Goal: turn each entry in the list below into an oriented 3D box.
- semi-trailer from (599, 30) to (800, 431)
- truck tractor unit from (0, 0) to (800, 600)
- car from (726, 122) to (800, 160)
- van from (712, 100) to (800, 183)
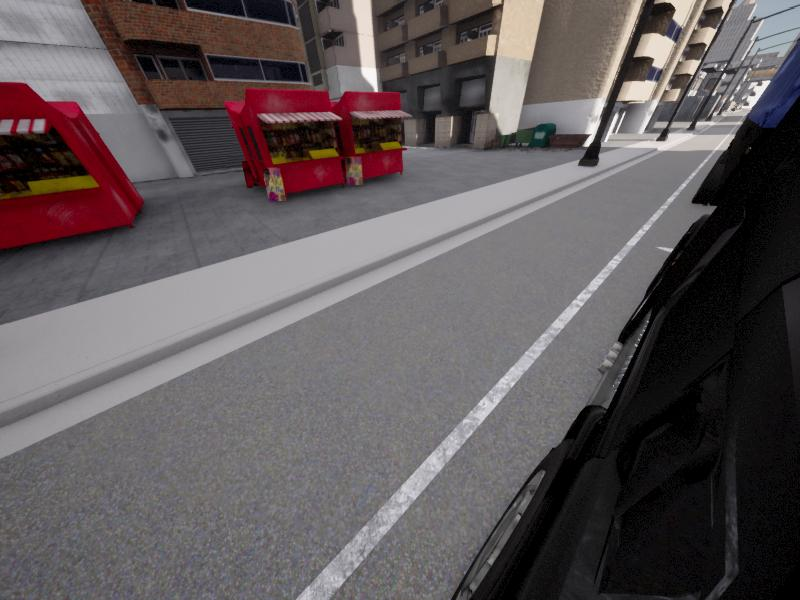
[{"bbox_3d":[8.635,-3.647,4.288,14.254,4.402,2.717,-29,44,-30],"label":"semi-trailer"},{"bbox_3d":[2.645,-0.295,0.351,6.516,4.208,3.053,-28,44,-30],"label":"truck tractor unit"},{"bbox_3d":[22.055,-9.675,13.940,4.902,1.511,2.128,-28,44,-30],"label":"car"},{"bbox_3d":[16.397,-7.000,9.958,6.366,2.431,2.351,-28,44,-30],"label":"van"}]
